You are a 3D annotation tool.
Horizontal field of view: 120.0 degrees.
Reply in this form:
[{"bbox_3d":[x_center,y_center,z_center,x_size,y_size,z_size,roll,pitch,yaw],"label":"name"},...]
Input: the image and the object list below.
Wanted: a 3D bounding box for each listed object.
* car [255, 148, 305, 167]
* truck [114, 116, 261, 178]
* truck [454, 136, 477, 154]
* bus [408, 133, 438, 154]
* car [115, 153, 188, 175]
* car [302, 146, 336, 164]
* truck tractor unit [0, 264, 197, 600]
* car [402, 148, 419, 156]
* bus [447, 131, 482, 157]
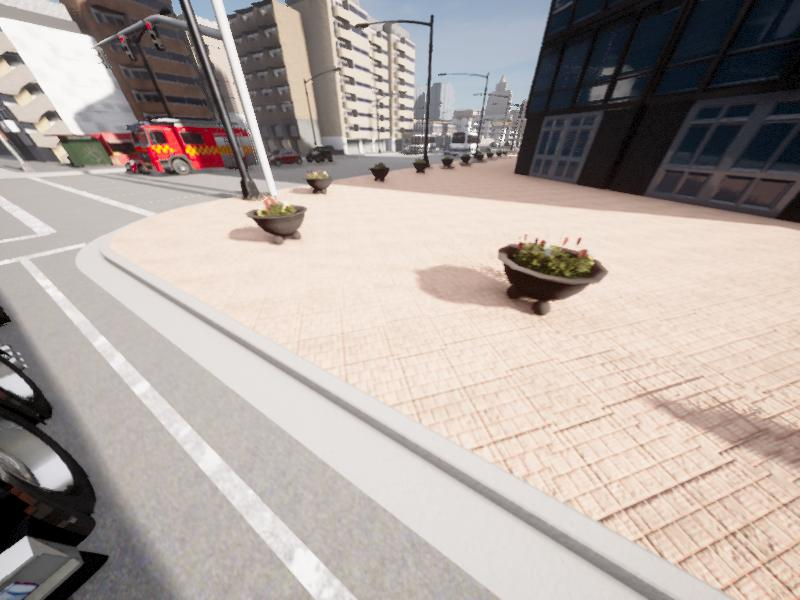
[{"bbox_3d":[-13.926,-16.843,27.189,2.097,1.767,4.553,18,38,24],"label":"car"},{"bbox_3d":[-17.968,-13.702,20.769,2.891,3.827,8.468,18,38,24],"label":"truck"},{"bbox_3d":[16.965,-40.281,59.913,2.891,3.827,8.468,18,39,24],"label":"truck"},{"bbox_3d":[6.250,-41.644,61.598,3.944,4.253,10.273,18,38,24],"label":"bus"},{"bbox_3d":[-22.315,-12.391,20.933,1.970,1.475,3.806,18,38,24],"label":"car"},{"bbox_3d":[-10.964,-19.848,31.548,1.905,1.878,3.866,18,38,24],"label":"car"},{"bbox_3d":[-5.116,-0.294,0.781,6.516,4.208,3.053,18,39,24],"label":"truck tractor unit"},{"bbox_3d":[2.249,-32.628,50.930,1.994,1.385,4.181,18,38,24],"label":"car"},{"bbox_3d":[13.978,-33.605,49.824,3.944,4.253,10.273,18,38,24],"label":"bus"}]
